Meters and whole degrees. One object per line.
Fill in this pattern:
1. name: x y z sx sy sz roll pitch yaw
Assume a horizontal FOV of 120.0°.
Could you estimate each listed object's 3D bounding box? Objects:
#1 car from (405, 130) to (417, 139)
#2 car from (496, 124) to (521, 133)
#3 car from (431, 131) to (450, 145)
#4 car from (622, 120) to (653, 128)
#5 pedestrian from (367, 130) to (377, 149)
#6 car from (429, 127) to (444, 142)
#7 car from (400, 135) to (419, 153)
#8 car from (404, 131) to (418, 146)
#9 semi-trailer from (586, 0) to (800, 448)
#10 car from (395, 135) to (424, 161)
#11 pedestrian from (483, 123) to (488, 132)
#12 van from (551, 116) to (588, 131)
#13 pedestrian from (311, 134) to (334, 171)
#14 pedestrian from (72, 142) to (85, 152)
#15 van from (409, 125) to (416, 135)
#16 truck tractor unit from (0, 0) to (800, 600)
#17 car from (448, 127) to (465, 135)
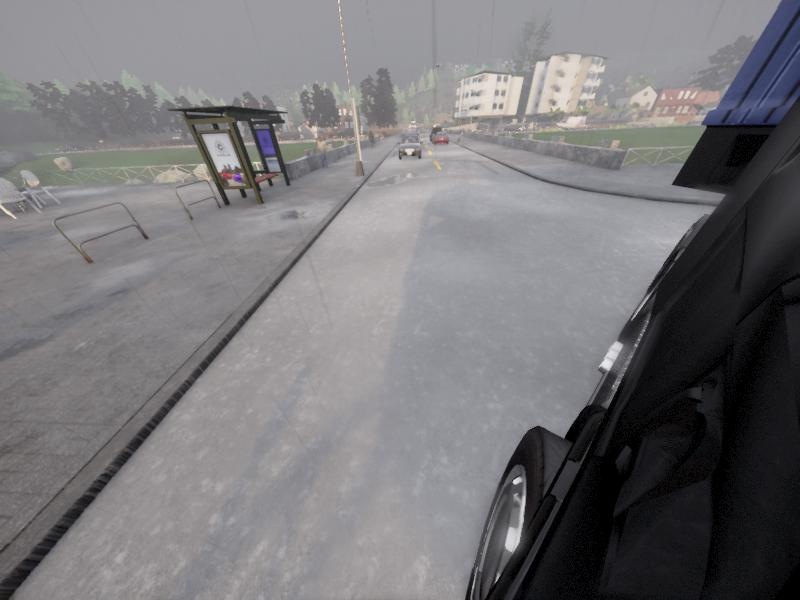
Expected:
1. car: 2.469 -35.643 49.724 2.033 1.411 5.357 3 37 7
2. car: 26.083 -41.108 55.457 4.892 1.490 1.837 0 37 3
3. car: 5.541 -22.336 31.860 1.994 1.385 4.181 -1 37 2
4. car: 55.279 -41.044 53.741 4.718 1.301 1.895 0 37 3
5. pedestrian: -3.382 -19.427 27.918 0.751 1.860 0.751 9 38 15
6. car: 5.855 -26.843 37.399 1.905 1.878 3.866 0 37 3
7. car: 1.121 -17.126 25.264 1.895 1.301 4.718 0 37 3
8. car: 1.642 -23.850 34.004 1.837 1.490 4.892 0 38 3
9. semi-trailer: 9.983 -2.037 2.050 14.254 4.402 2.717 -9 37 -8
10. car: 0.881 -13.032 19.656 2.128 1.511 4.902 1 37 4
11. pedestrian: 22.357 -45.022 60.179 0.751 1.860 0.751 -1 37 3
12. van: 39.722 -41.489 54.347 6.366 2.431 2.351 0 37 3
13. pedestrian: -4.792 -9.178 14.375 0.751 1.860 0.751 0 37 3
14. pedestrian: -78.996 -37.669 56.826 0.751 1.860 0.751 -3 37 -1
15. van: 3.973 -53.899 73.049 2.351 2.431 6.366 0 37 3
16. truck tractor unit: 2.645 -0.295 0.351 6.516 4.208 3.053 -28 44 -30
17. car: 13.869 -41.290 56.463 3.806 1.475 1.970 5 38 10
